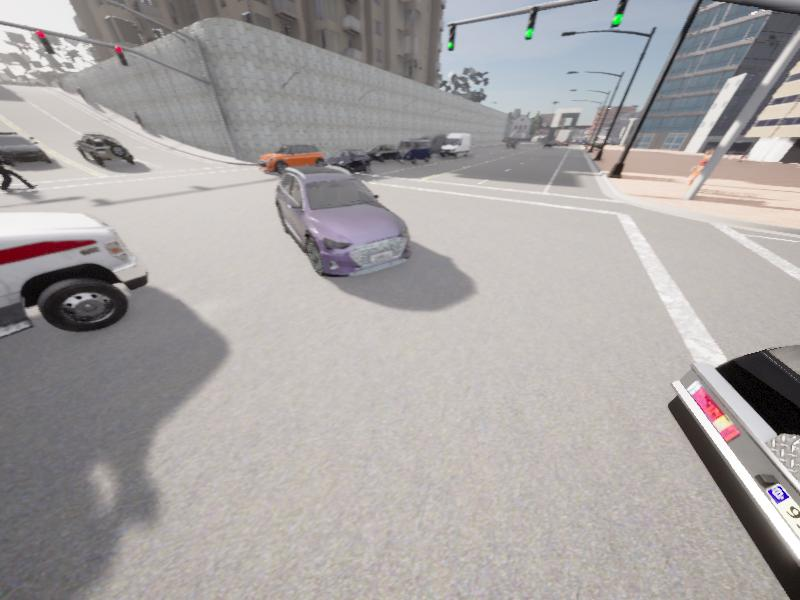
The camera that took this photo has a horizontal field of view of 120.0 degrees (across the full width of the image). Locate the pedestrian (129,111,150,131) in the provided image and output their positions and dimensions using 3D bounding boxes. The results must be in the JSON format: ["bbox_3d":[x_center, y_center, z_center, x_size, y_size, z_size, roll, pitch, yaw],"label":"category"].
[{"bbox_3d":[-30.270,-20.791,26.857,0.751,1.860,0.751,21,40,26],"label":"pedestrian"}]

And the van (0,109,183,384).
[{"bbox_3d":[-6.167,0.284,1.308,2.351,2.431,6.366,20,40,25],"label":"van"}]

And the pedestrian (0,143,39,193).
[{"bbox_3d":[-17.132,-5.726,9.975,0.751,1.860,0.751,19,39,23],"label":"pedestrian"}]

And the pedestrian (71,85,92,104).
[{"bbox_3d":[-42.098,-27.175,30.581,0.751,1.860,0.751,21,40,26],"label":"pedestrian"}]

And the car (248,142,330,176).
[{"bbox_3d":[-7.653,-10.166,16.477,2.097,1.767,4.553,27,43,32],"label":"car"}]

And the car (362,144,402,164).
[{"bbox_3d":[-1.728,-14.920,23.530,1.816,1.474,4.193,20,40,25],"label":"car"}]

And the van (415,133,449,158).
[{"bbox_3d":[4.329,-20.924,31.145,1.988,2.561,5.915,20,40,25],"label":"van"}]

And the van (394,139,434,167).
[{"bbox_3d":[1.370,-14.143,22.059,1.775,1.987,4.442,20,40,25],"label":"van"}]

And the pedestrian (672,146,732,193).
[{"bbox_3d":[14.145,-6.148,10.912,0.751,1.860,0.751,16,38,20],"label":"pedestrian"}]

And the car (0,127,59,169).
[{"bbox_3d":[-25.978,-10.344,15.589,5.238,1.638,1.930,25,42,22],"label":"car"}]

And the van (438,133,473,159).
[{"bbox_3d":[7.194,-19.730,29.527,1.988,2.561,5.915,20,40,25],"label":"van"}]

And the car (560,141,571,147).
[{"bbox_3d":[50.920,-47.983,70.896,2.007,1.525,4.514,23,41,28],"label":"car"}]

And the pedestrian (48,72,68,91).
[{"bbox_3d":[-50.219,-32.073,33.966,0.751,1.860,0.751,19,39,24],"label":"pedestrian"}]

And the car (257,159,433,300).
[{"bbox_3d":[-1.657,-2.187,5.544,2.033,1.649,4.856,-21,41,-27],"label":"car"}]

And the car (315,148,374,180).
[{"bbox_3d":[-3.483,-9.072,15.251,1.845,1.501,3.633,15,38,20],"label":"car"}]

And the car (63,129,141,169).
[{"bbox_3d":[-21.878,-11.156,16.982,4.605,1.855,1.932,24,41,22],"label":"car"}]
